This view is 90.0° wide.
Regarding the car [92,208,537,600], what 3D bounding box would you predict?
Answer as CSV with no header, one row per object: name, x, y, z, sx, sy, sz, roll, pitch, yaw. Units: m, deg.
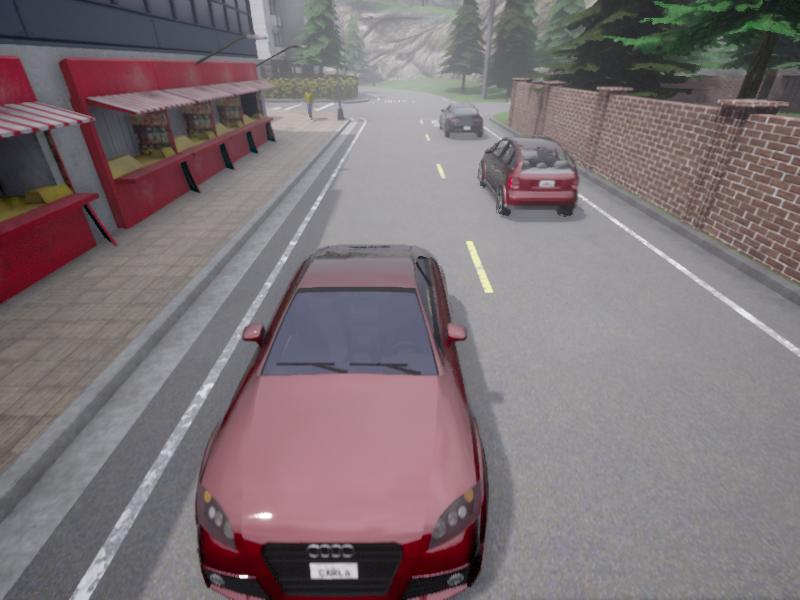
car,-0.385,0.410,3.945,1.994,1.385,4.181,0,30,0

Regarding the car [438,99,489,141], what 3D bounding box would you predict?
car,3.104,-9.272,20.436,1.812,1.442,4.674,0,30,0

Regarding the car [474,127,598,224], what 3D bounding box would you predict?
car,3.126,-3.299,10.111,1.789,1.549,3.705,0,31,0

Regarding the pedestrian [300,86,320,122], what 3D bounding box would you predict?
pedestrian,-5.239,-11.452,23.401,0.751,1.860,0.751,4,31,7
